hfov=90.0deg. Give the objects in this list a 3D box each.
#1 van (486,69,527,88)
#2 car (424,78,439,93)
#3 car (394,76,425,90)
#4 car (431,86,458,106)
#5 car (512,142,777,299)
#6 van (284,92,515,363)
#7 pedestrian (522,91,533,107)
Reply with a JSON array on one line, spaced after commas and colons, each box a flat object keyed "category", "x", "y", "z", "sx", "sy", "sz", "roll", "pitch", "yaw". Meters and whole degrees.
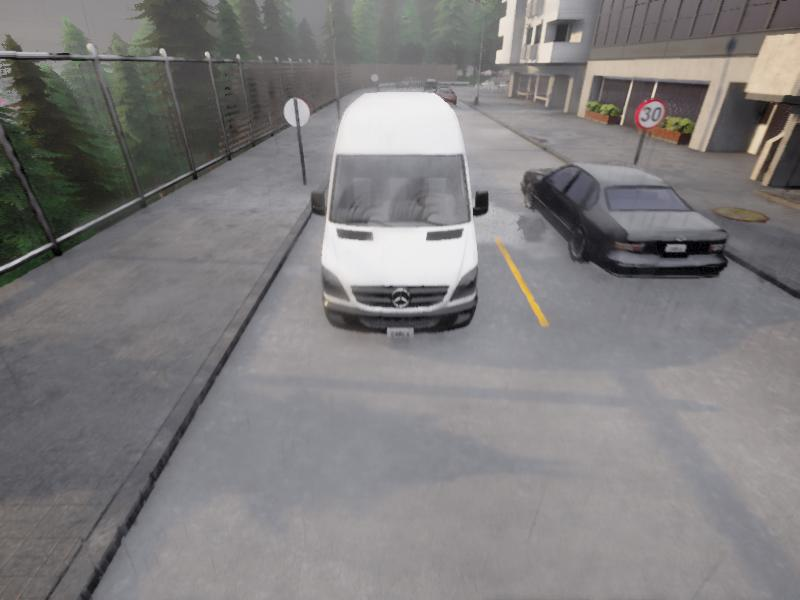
[{"category": "van", "x": 17.132, "y": -35.792, "z": 64.604, "sx": 5.915, "sy": 2.561, "sz": 1.988, "roll": 0, "pitch": 30, "yaw": 0}, {"category": "car", "x": 4.237, "y": -29.061, "z": 54.144, "sx": 1.837, "sy": 1.490, "sz": 4.892, "roll": 2, "pitch": 31, "yaw": 4}, {"category": "car", "x": 1.412, "y": -32.109, "z": 59.222, "sx": 2.152, "sy": 1.651, "sz": 5.027, "roll": 18, "pitch": 35, "yaw": 28}, {"category": "car", "x": 4.005, "y": -18.586, "z": 36.375, "sx": 1.994, "sy": 1.385, "sz": 4.181, "roll": 0, "pitch": 30, "yaw": 0}, {"category": "car", "x": 4.002, "y": -1.978, "z": 7.988, "sx": 2.033, "sy": 1.411, "sz": 5.357, "roll": 0, "pitch": 30, "yaw": 0}, {"category": "van", "x": -0.002, "y": -1.856, "z": 6.647, "sx": 1.988, "sy": 2.561, "sz": 5.915, "roll": 0, "pitch": 30, "yaw": 0}, {"category": "pedestrian", "x": 10.598, "y": -16.673, "z": 33.170, "sx": 0.500, "sy": 1.100, "sz": 0.500, "roll": -9, "pitch": 31, "yaw": -14}]
